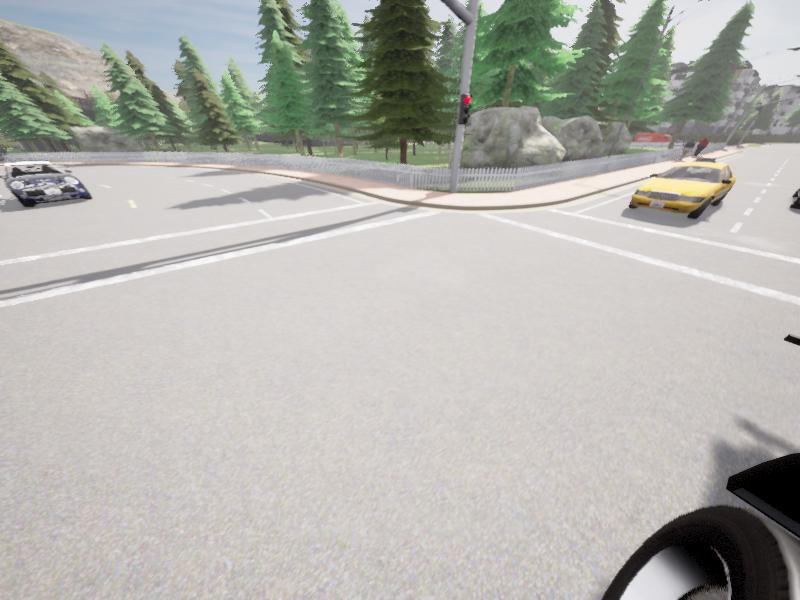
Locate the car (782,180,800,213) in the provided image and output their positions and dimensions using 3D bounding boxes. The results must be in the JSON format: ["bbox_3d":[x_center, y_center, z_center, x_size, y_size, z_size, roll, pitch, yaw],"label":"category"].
[{"bbox_3d":[16.168,-4.074,8.180,4.792,1.488,2.163,-22,41,-28],"label":"car"}]

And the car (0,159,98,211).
[{"bbox_3d":[-15.594,-5.154,10.092,3.806,1.475,1.970,21,41,28],"label":"car"}]

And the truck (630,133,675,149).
[{"bbox_3d":[50.898,-32.204,46.692,2.627,2.467,5.204,-21,40,-26],"label":"truck"}]

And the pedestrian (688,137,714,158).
[{"bbox_3d":[31.421,-15.935,24.138,0.751,1.860,0.751,-19,39,-25],"label":"pedestrian"}]

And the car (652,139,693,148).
[{"bbox_3d":[55.177,-31.774,46.851,2.128,1.511,4.902,-21,40,-26],"label":"car"}]

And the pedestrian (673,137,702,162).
[{"bbox_3d":[26.560,-13.938,21.378,0.751,1.860,0.751,-18,39,-23],"label":"pedestrian"}]

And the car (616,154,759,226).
[{"bbox_3d":[10.403,-4.180,8.331,5.366,1.575,1.801,-21,40,-26],"label":"car"}]
